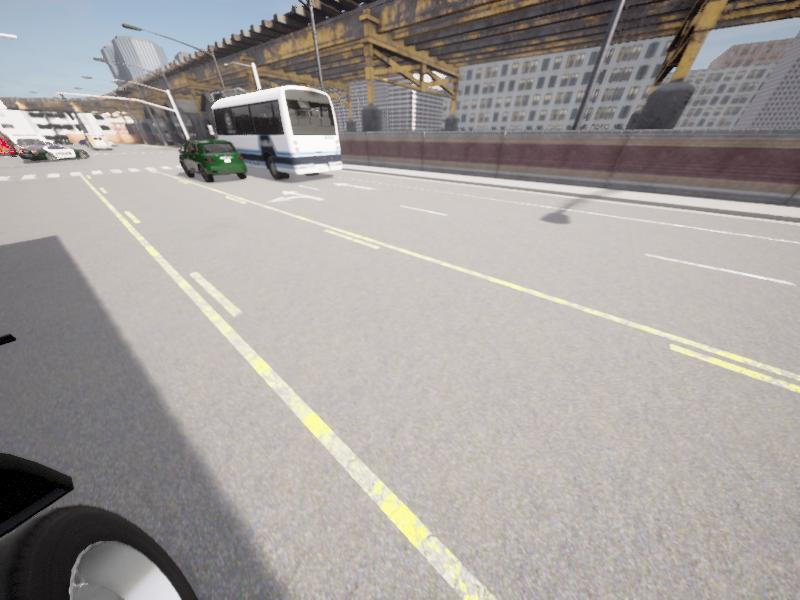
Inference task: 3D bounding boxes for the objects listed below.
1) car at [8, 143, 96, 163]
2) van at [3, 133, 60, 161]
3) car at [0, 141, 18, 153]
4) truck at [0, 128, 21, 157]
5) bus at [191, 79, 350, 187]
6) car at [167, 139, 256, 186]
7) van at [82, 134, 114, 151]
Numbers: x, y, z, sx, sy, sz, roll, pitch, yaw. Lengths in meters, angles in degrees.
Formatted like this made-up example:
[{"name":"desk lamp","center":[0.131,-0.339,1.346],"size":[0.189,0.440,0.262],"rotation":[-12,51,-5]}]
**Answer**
[{"name":"car","center":[-36.399,-15.658,24.478],"size":[2.038,1.542,4.974],"rotation":[-2,36,-2]},{"name":"van","center":[-41.694,-17.514,26.292],"size":[6.366,2.431,2.351],"rotation":[25,42,31]},{"name":"car","center":[-61.043,-23.494,35.438],"size":[4.892,1.490,1.837],"rotation":[25,42,30]},{"name":"truck","center":[-53.408,-20.912,29.818],"size":[8.468,3.827,2.891],"rotation":[25,42,30]},{"name":"bus","center":[-8.513,-10.580,15.096],"size":[10.273,4.253,3.944],"rotation":[25,42,31]},{"name":"car","center":[-11.685,-8.648,14.262],"size":[5.566,2.045,2.150],"rotation":[25,42,30]},{"name":"van","center":[-56.158,-29.381,42.953],"size":[6.366,2.431,2.351],"rotation":[25,42,30]}]
